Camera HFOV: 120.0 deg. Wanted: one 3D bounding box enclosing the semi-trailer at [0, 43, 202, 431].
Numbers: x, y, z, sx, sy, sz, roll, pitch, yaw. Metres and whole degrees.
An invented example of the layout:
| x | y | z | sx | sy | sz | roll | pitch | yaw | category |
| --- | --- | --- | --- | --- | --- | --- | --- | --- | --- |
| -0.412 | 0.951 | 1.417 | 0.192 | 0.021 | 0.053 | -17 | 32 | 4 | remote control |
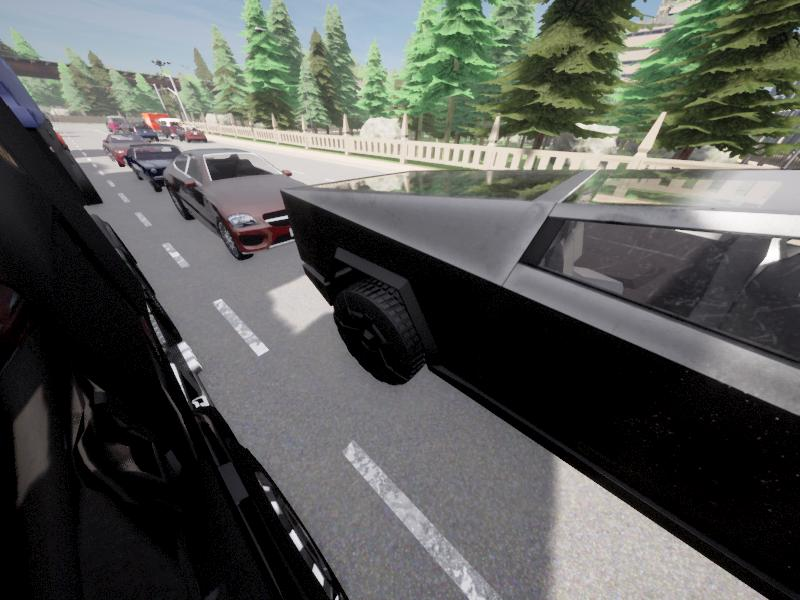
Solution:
| x | y | z | sx | sy | sz | roll | pitch | yaw | category |
| --- | --- | --- | --- | --- | --- | --- | --- | --- | --- |
| -8.697 | -3.604 | 4.231 | 14.254 | 4.402 | 2.717 | 28 | 44 | 30 | semi-trailer |

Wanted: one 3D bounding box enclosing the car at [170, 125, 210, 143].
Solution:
| x | y | z | sx | sy | sz | roll | pitch | yaw | category |
| --- | --- | --- | --- | --- | --- | --- | --- | --- | --- |
| -23.144 | -18.317 | 25.487 | 3.806 | 1.475 | 1.970 | 28 | 43 | 30 | car |

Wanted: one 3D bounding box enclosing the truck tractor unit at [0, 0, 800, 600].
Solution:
| x | y | z | sx | sy | sz | roll | pitch | yaw | category |
| --- | --- | --- | --- | --- | --- | --- | --- | --- | --- |
| -2.645 | -0.295 | 0.351 | 6.516 | 4.208 | 3.053 | 28 | 44 | 30 | truck tractor unit |

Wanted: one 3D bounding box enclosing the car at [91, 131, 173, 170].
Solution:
| x | y | z | sx | sy | sz | roll | pitch | yaw | category |
| --- | --- | --- | --- | --- | --- | --- | --- | --- | --- |
| -14.743 | -8.311 | 12.706 | 4.181 | 1.385 | 1.994 | 27 | 43 | 29 | car |

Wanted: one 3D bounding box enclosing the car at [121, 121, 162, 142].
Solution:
| x | y | z | sx | sy | sz | roll | pitch | yaw | category |
| --- | --- | --- | --- | --- | --- | --- | --- | --- | --- |
| -27.695 | -18.060 | 24.754 | 3.988 | 1.617 | 1.851 | 28 | 44 | 30 | car |

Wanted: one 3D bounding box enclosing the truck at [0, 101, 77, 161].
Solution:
| x | y | z | sx | sy | sz | roll | pitch | yaw | category |
| --- | --- | --- | --- | --- | --- | --- | --- | --- | --- |
| -21.909 | -9.849 | 13.409 | 5.204 | 2.467 | 2.627 | 28 | 44 | 30 | truck |

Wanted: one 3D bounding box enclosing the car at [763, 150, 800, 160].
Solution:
| x | y | z | sx | sy | sz | roll | pitch | yaw | category |
| --- | --- | --- | --- | --- | --- | --- | --- | --- | --- |
| 73.689 | -27.630 | 44.026 | 1.895 | 1.301 | 4.718 | 4 | 36 | 2 | car |

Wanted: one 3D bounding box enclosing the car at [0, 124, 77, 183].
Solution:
| x | y | z | sx | sy | sz | roll | pitch | yaw | category |
| --- | --- | --- | --- | --- | --- | --- | --- | --- | --- |
| -16.095 | -6.409 | 9.865 | 5.238 | 1.638 | 1.930 | 28 | 44 | 30 | car |

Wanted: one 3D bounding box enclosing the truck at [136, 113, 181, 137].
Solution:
| x | y | z | sx | sy | sz | roll | pitch | yaw | category |
| --- | --- | --- | --- | --- | --- | --- | --- | --- | --- |
| -33.213 | -24.094 | 31.766 | 5.204 | 2.467 | 2.627 | 28 | 44 | 30 | truck |

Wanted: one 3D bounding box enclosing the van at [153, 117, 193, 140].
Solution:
| x | y | z | sx | sy | sz | roll | pitch | yaw | category |
| --- | --- | --- | --- | --- | --- | --- | --- | --- | --- |
| -27.914 | -21.091 | 28.433 | 4.480 | 2.038 | 2.069 | 28 | 44 | 30 | van |

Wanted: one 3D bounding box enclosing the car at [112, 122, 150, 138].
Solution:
| x | y | z | sx | sy | sz | roll | pitch | yaw | category |
| --- | --- | --- | --- | --- | --- | --- | --- | --- | --- |
| -32.869 | -20.731 | 28.187 | 5.357 | 1.411 | 2.033 | 28 | 44 | 30 | car |

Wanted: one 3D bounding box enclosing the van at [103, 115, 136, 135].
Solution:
| x | y | z | sx | sy | sz | roll | pitch | yaw | category |
| --- | --- | --- | --- | --- | --- | --- | --- | --- | --- |
| -38.293 | -23.864 | 31.550 | 4.442 | 1.987 | 1.775 | 28 | 44 | 30 | van |

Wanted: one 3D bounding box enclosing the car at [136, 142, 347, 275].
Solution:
| x | y | z | sx | sy | sz | roll | pitch | yaw | category |
| --- | --- | --- | --- | --- | --- | --- | --- | --- | --- |
| -3.838 | -2.607 | 5.534 | 5.027 | 1.651 | 2.152 | 28 | 44 | 30 | car |

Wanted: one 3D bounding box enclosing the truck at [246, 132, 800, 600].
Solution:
| x | y | z | sx | sy | sz | roll | pitch | yaw | category |
| --- | --- | --- | --- | --- | --- | --- | --- | --- | --- |
| 1.901 | 0.257 | 1.657 | 6.274 | 2.098 | 2.390 | 28 | 44 | 30 | truck |

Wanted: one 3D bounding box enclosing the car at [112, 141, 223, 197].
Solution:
| x | y | z | sx | sy | sz | roll | pitch | yaw | category |
| --- | --- | --- | --- | --- | --- | --- | --- | --- | --- |
| -9.292 | -5.381 | 9.183 | 4.718 | 1.301 | 1.895 | 28 | 44 | 30 | car |
